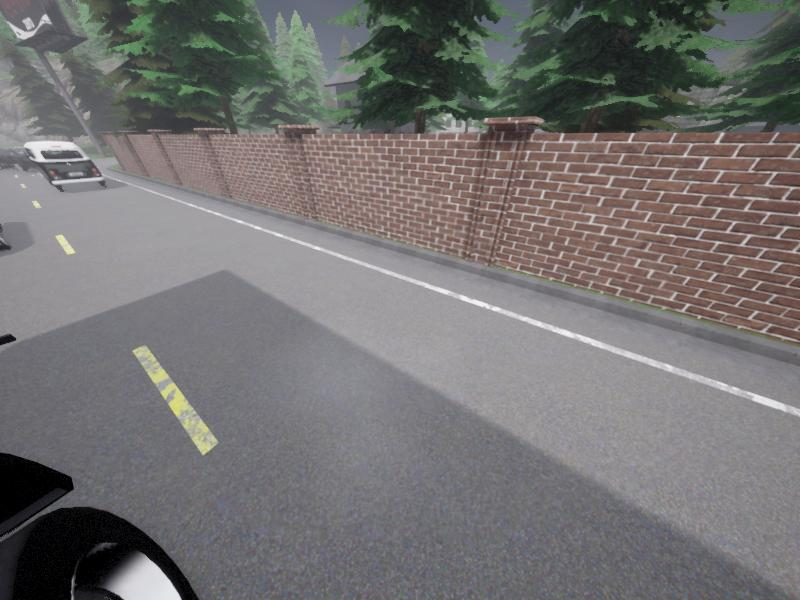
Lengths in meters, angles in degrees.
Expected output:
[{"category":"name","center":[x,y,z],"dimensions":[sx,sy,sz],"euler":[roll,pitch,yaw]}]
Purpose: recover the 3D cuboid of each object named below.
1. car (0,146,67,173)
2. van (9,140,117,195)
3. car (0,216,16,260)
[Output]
[{"category":"car","center":[-29.089,-10.844,17.750],"dimensions":[4.892,1.490,1.837],"euler":[10,35,12]},{"category":"van","center":[-17.470,-7.044,12.025],"dimensions":[4.480,2.038,2.069],"euler":[22,41,27]},{"category":"car","center":[-11.019,-1.755,5.139],"dimensions":[4.181,1.385,1.994],"euler":[22,40,27]}]
